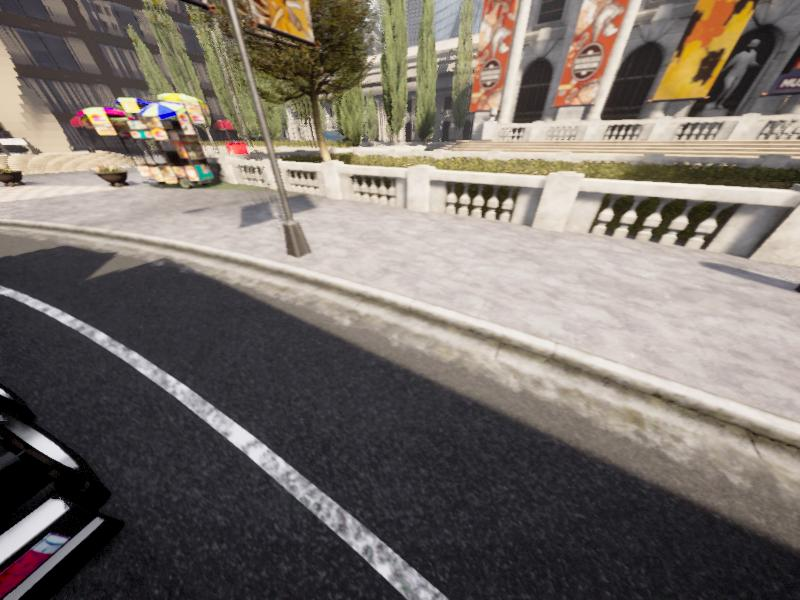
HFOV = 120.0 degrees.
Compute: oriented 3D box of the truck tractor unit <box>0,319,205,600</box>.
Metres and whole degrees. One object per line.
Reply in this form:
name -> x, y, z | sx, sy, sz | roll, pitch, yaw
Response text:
truck tractor unit -> -5.212, -0.183, 0.637 | 6.516, 4.208, 3.053 | 14, 37, 19
